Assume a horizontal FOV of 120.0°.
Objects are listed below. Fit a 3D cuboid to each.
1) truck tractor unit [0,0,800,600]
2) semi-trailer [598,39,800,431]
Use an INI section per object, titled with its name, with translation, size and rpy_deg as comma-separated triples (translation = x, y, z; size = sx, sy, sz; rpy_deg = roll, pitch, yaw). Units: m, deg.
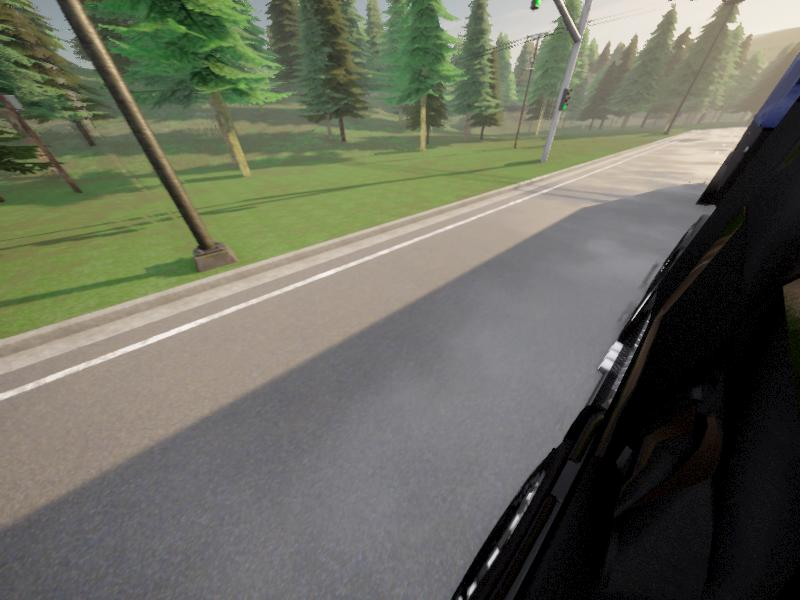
[truck tractor unit]
translation = 2.645, -0.295, 0.351
size = 6.516, 4.208, 3.053
rpy_deg = -28, 44, -30
[semi-trailer]
translation = 8.699, -3.592, 4.246
size = 14.254, 4.402, 2.717
rpy_deg = -28, 43, -30
